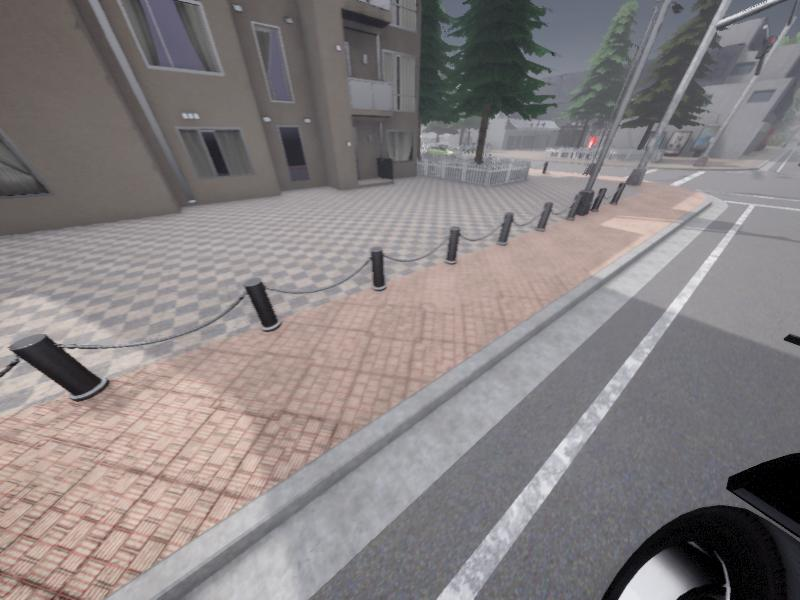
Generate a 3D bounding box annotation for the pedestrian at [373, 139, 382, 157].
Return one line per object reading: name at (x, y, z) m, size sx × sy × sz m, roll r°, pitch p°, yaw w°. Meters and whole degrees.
pedestrian at (-2.962, -19.839, 30.158) m, size 0.751 × 1.860 × 0.751 m, roll -25°, pitch 42°, yaw -30°

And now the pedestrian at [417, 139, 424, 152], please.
pedestrian at (3.428, -25.943, 38.754) m, size 0.751 × 1.860 × 0.751 m, roll -25°, pitch 42°, yaw -31°

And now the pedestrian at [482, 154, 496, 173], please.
pedestrian at (6.218, -9.546, 16.143) m, size 0.500 × 1.100 × 0.500 m, roll -26°, pitch 43°, yaw -32°

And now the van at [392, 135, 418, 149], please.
van at (1.172, -37.121, 54.309) m, size 5.915 × 2.561 × 1.988 m, roll -23°, pitch 41°, yaw -29°

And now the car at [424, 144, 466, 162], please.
car at (5.160, -17.320, 27.115) m, size 2.007 × 1.525 × 4.514 m, roll -24°, pitch 41°, yaw -29°

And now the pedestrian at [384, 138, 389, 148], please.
pedestrian at (-3.313, -38.048, 55.941) m, size 0.751 × 1.860 × 0.751 m, roll -22°, pitch 41°, yaw -27°

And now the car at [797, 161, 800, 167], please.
car at (36.128, -12.134, 19.611) m, size 4.181 × 1.385 × 1.994 m, roll -22°, pitch 41°, yaw -28°

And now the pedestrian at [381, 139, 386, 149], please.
pedestrian at (-3.645, -34.474, 51.144) m, size 0.751 × 1.860 × 0.751 m, roll -11°, pitch 37°, yaw -15°

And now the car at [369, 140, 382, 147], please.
car at (-6.669, -43.362, 63.931) m, size 1.845 × 1.501 × 3.633 m, roll -23°, pitch 41°, yaw -29°
